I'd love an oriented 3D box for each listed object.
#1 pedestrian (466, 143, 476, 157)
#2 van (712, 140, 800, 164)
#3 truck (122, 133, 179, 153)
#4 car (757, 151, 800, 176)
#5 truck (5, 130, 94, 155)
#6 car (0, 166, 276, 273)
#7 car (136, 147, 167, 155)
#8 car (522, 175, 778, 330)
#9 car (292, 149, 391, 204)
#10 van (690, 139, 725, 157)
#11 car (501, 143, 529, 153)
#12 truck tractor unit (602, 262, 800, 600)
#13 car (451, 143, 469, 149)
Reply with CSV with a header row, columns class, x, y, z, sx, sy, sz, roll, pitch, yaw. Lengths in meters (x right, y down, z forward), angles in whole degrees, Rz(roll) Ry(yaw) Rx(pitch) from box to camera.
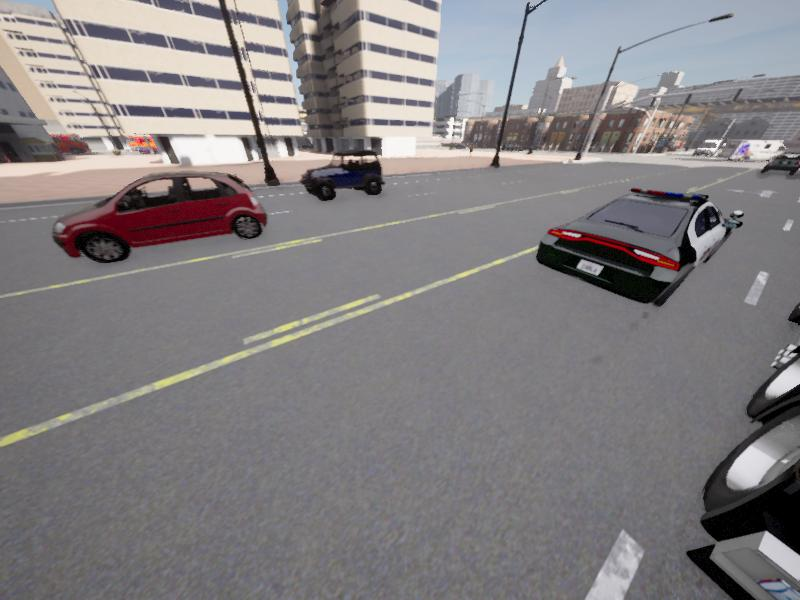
class,x,y,z,sx,sy,sz,roll,pitch,yaw
pedestrian,10.886,-22.999,35.438,0.751,1.860,0.751,-10,36,-14
van,47.107,-19.615,30.480,6.366,2.431,2.351,11,37,15
truck,-60.960,-38.599,56.942,8.468,3.827,2.891,-21,40,-28
car,33.255,-11.827,19.887,3.988,1.617,1.851,-20,40,-27
truck,-68.376,-30.983,45.611,8.468,3.827,2.891,-21,40,-29
car,-5.672,-2.270,5.800,3.988,1.617,1.851,-20,40,-27
car,-54.531,-32.848,50.808,4.193,1.474,1.816,-21,40,-28
car,5.179,-1.453,4.797,4.974,1.542,2.038,-20,40,-27
car,-2.567,-5.915,10.813,3.866,1.878,1.905,-20,40,-27
van,56.357,-27.866,42.315,5.915,2.561,1.988,-20,40,-27
car,25.329,-33.622,51.069,1.930,1.638,5.238,-20,40,-27
truck tractor unit,5.107,-0.305,0.785,6.516,4.208,3.053,-18,39,-24
car,17.156,-44.370,66.536,2.128,1.511,4.902,-20,40,-27
